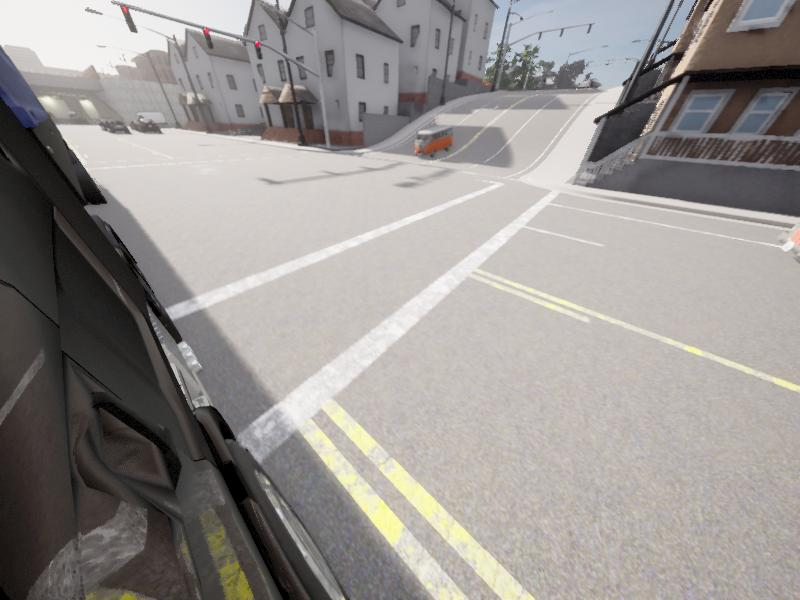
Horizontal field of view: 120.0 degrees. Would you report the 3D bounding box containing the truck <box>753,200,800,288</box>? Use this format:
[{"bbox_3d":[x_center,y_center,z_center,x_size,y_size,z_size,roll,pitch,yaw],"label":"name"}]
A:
[{"bbox_3d":[10.433,-0.747,3.209,5.204,2.467,2.627,29,44,31],"label":"truck"}]

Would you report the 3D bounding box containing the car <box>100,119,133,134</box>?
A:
[{"bbox_3d":[-39.080,-23.942,31.836,4.514,1.525,2.007,28,44,30],"label":"car"}]

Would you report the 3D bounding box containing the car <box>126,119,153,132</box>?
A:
[{"bbox_3d":[-43.174,-28.905,38.255,4.674,1.442,1.812,27,43,29],"label":"car"}]

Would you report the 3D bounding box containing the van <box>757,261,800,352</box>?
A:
[{"bbox_3d":[7.455,0.493,1.738,4.480,2.038,2.069,28,44,30],"label":"van"}]

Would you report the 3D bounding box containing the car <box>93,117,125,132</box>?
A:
[{"bbox_3d":[-44.520,-26.874,35.309,5.238,1.638,1.930,27,43,29],"label":"car"}]

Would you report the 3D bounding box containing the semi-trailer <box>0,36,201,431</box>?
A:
[{"bbox_3d":[-8.660,-3.631,4.265,14.254,4.402,2.717,29,44,30],"label":"semi-trailer"}]

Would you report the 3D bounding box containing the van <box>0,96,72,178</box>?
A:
[{"bbox_3d":[-17.500,-7.451,10.373,5.915,2.561,1.988,28,44,30],"label":"van"}]

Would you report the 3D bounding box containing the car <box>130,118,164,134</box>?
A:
[{"bbox_3d":[-38.058,-26.195,34.773,4.611,1.667,2.242,28,44,30],"label":"car"}]

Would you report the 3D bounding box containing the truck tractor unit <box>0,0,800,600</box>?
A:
[{"bbox_3d":[-2.645,-0.295,0.351,6.516,4.208,3.053,28,44,30],"label":"truck tractor unit"}]

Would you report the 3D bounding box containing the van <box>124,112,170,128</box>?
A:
[{"bbox_3d":[-54.676,-39.051,50.076,1.988,2.561,5.915,31,47,31],"label":"van"}]

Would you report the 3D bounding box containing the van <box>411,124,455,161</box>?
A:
[{"bbox_3d":[3.066,-14.421,21.057,1.775,1.987,4.442,27,52,29],"label":"van"}]
